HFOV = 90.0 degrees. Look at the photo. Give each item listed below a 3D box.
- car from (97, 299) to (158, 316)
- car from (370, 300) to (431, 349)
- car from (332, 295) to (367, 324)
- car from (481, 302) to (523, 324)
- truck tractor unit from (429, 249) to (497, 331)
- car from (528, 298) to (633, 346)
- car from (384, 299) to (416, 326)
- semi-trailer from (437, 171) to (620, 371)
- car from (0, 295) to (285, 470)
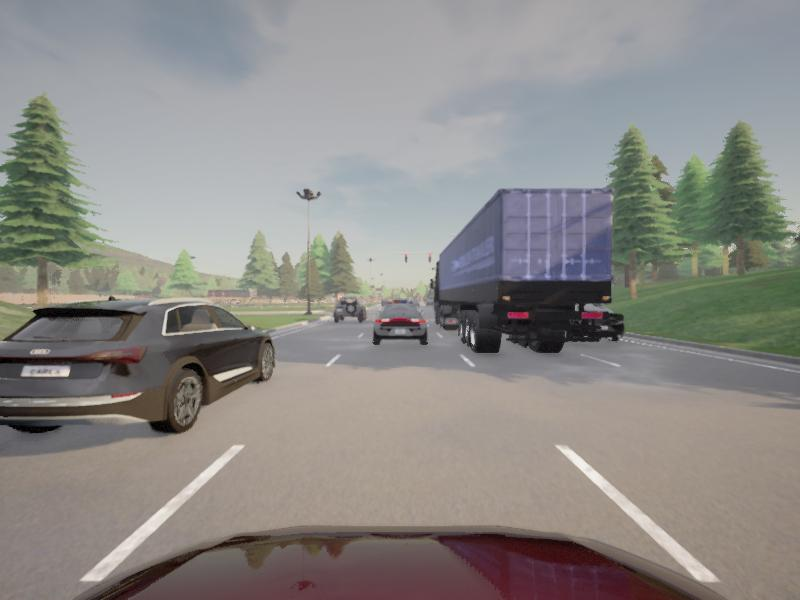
[{"bbox_3d":[-27.146,0.725,39.961,4.611,1.667,2.242,0,0,1],"label":"car"},{"bbox_3d":[0.014,0.823,15.991,2.038,1.542,4.974,0,1,0],"label":"car"},{"bbox_3d":[-3.478,0.629,28.515,1.932,1.855,4.605,0,0,0],"label":"car"},{"bbox_3d":[7.022,0.847,28.032,1.812,1.442,4.674,0,0,0],"label":"car"},{"bbox_3d":[3.499,-0.542,23.859,3.053,4.208,6.516,0,0,0],"label":"truck tractor unit"},{"bbox_3d":[7.013,0.758,16.311,1.930,1.638,5.238,0,0,0],"label":"car"},{"bbox_3d":[0.021,0.749,26.977,1.930,1.638,5.238,0,0,0],"label":"car"},{"bbox_3d":[3.488,-0.630,15.947,2.717,4.402,14.254,0,0,0],"label":"semi-trailer"},{"bbox_3d":[-3.497,0.772,6.201,2.033,1.649,4.856,0,0,0],"label":"car"}]
